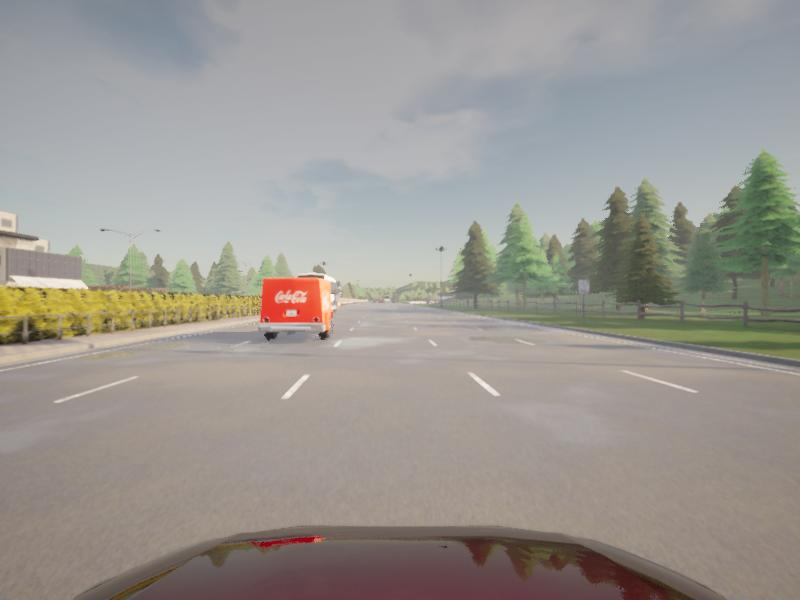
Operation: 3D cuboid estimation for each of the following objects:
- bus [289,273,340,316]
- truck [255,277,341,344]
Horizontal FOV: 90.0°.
[{"bbox_3d":[-9.095,-0.518,44.325,3.944,4.253,10.273,0,0,-3],"label":"bus"},{"bbox_3d":[-4.148,0.367,17.347,2.627,2.467,5.204,0,0,-3],"label":"truck"}]
